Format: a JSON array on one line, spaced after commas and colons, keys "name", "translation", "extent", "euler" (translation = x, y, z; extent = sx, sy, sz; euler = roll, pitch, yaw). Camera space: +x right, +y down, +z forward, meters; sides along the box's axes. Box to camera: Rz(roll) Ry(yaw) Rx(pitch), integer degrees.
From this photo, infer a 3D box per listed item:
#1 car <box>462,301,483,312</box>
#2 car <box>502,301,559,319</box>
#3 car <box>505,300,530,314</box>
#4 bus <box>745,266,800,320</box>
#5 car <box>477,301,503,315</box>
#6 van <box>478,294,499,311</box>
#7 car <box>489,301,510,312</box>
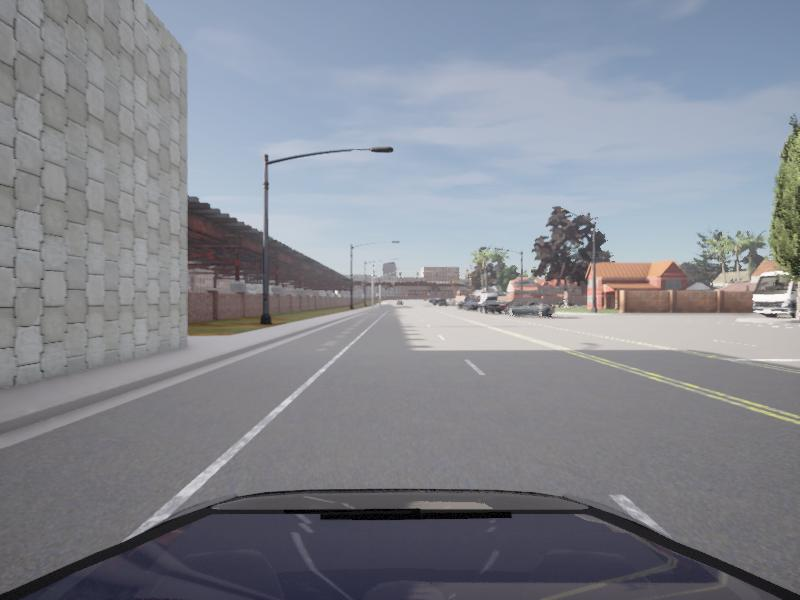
[{"name": "car", "translation": [10.469, 0.907, 57.985], "extent": [2.033, 1.411, 5.357], "euler": [0, 0, 0]}, {"name": "car", "translation": [11.906, 0.836, 36.715], "extent": [2.007, 1.525, 4.514], "euler": [0, 0, -44]}, {"name": "car", "translation": [14.059, 0.823, 48.006], "extent": [1.789, 1.549, 3.705], "euler": [0, 0, -1]}, {"name": "bus", "translation": [35.759, -0.527, 33.579], "extent": [10.273, 4.253, 3.944], "euler": [0, 0, -1]}, {"name": "car", "translation": [10.506, 0.853, 46.964], "extent": [1.837, 1.490, 4.892], "euler": [0, 0, 0]}, {"name": "van", "translation": [13.972, 0.335, 63.407], "extent": [1.988, 2.561, 5.915], "euler": [0, 0, 0]}, {"name": "car", "translation": [14.002, 0.865, 56.420], "extent": [1.970, 1.475, 3.806], "euler": [0, 0, 0]}]
